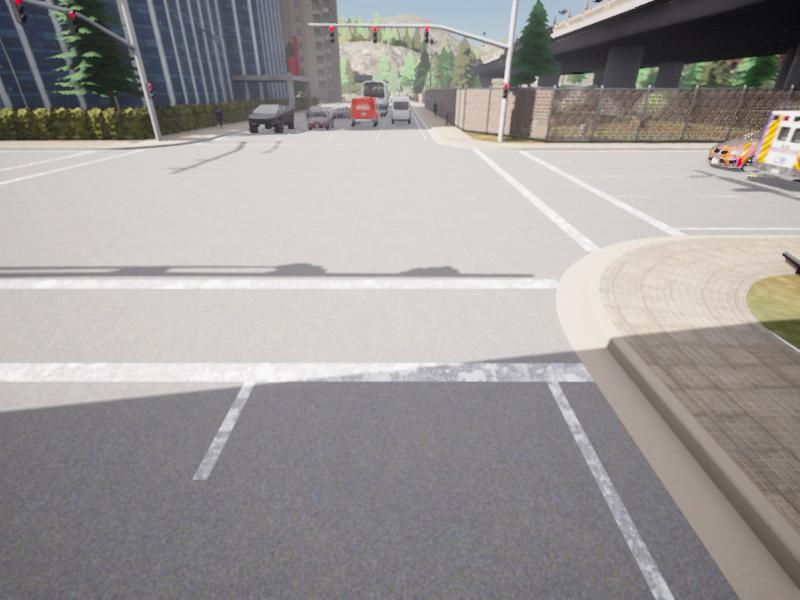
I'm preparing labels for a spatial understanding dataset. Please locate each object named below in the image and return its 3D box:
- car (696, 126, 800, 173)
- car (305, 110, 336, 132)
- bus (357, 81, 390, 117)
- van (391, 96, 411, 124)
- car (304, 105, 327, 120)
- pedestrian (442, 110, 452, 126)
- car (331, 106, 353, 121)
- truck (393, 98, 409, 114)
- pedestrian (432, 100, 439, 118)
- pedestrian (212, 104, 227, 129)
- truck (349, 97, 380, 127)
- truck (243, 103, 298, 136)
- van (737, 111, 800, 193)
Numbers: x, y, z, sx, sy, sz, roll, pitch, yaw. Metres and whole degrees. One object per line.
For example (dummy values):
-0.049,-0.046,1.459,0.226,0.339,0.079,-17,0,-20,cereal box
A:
16.180,-6.576,17.399,4.611,1.667,2.242,0,28,0,car
-6.906,-15.713,35.024,1.816,1.474,4.193,0,28,0,car
-3.472,-28.540,56.634,3.944,4.253,10.273,0,28,0,bus
0.116,-20.627,43.300,1.988,2.561,5.915,0,28,0,van
-10.372,-23.213,49.447,1.812,1.442,4.674,0,28,0,car
4.327,-16.676,36.677,0.751,1.300,0.751,-1,28,-1,pedestrian
-6.875,-22.402,47.974,1.994,1.385,4.181,0,28,0,car
0.162,-30.292,62.326,2.390,2.098,6.274,0,28,0,truck
4.327,-23.193,48.575,0.751,1.860,0.751,2,28,3,pedestrian
-15.257,-15.543,33.899,0.751,1.860,0.751,-9,29,-17,pedestrian
-3.397,-18.657,39.602,2.627,2.467,5.204,0,28,0,truck
-10.413,-14.923,32.832,2.390,2.098,6.274,0,28,0,truck
16.421,-5.284,14.099,6.366,2.431,2.351,0,28,0,van
